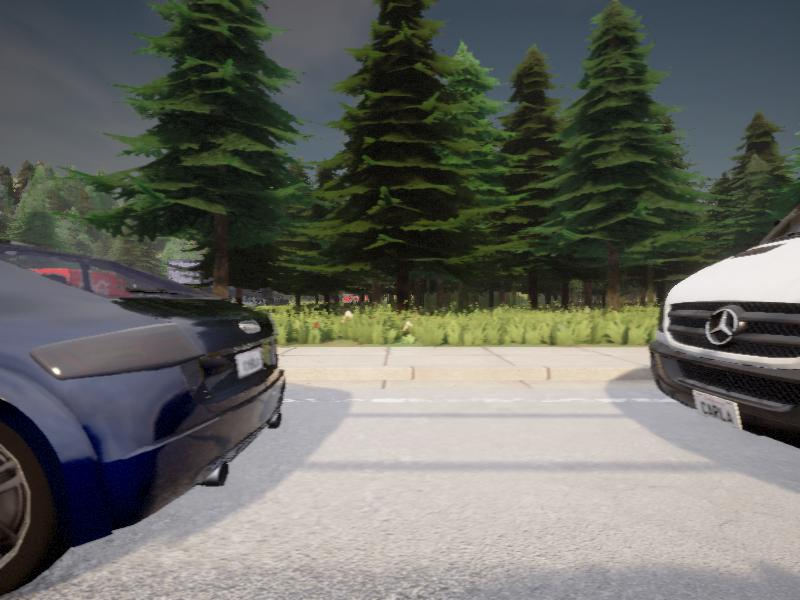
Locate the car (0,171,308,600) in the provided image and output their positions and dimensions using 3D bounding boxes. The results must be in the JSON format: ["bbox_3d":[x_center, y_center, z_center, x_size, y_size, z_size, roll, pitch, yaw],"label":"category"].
[{"bbox_3d":[-2.823,0.308,2.186,4.181,1.385,1.994,0,0,0],"label":"car"}]

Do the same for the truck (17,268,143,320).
[{"bbox_3d":[-16.676,-0.269,21.347,2.627,2.467,5.204,0,0,-1],"label":"truck"}]

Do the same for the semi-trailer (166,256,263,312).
[{"bbox_3d":[-16.846,-1.240,38.234,2.717,4.402,14.254,0,0,0],"label":"semi-trailer"}]

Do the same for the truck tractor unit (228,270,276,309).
[{"bbox_3d":[-16.841,-1.137,46.147,3.053,4.208,6.516,0,0,1],"label":"truck tractor unit"}]

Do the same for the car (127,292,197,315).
[{"bbox_3d":[-16.886,0.224,28.795,2.128,1.511,4.902,0,0,0],"label":"car"}]

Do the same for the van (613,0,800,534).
[{"bbox_3d":[4.662,-0.278,2.202,5.915,2.561,1.988,0,0,0],"label":"van"}]
